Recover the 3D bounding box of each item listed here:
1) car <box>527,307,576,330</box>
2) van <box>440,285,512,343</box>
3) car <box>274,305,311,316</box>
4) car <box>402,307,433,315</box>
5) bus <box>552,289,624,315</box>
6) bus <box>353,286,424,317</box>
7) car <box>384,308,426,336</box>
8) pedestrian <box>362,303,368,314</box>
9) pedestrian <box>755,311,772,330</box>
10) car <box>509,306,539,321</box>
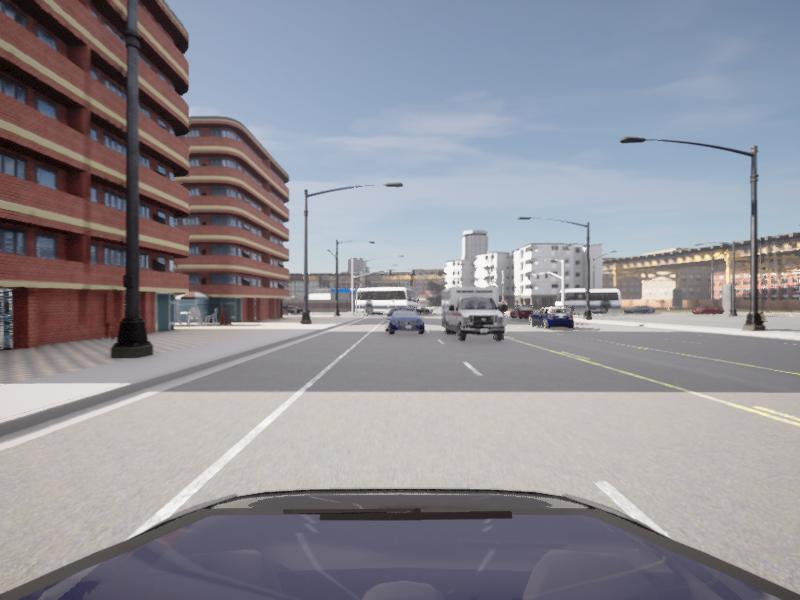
[{"bbox_3d":[10.596,1.255,28.226,1.970,1.475,3.806,0,-1,-1],"label":"car"},{"bbox_3d":[3.489,0.633,19.829,2.351,2.431,6.366,0,-1,0],"label":"van"},{"bbox_3d":[-16.998,1.594,63.433,5.238,1.638,1.930,0,0,-2],"label":"car"},{"bbox_3d":[2.868,1.739,65.538,4.718,1.301,1.895,0,0,22],"label":"car"},{"bbox_3d":[31.704,0.289,67.760,10.273,4.253,3.944,0,0,0],"label":"bus"},{"bbox_3d":[-1.828,0.263,61.116,10.273,4.253,3.944,0,-4,33],"label":"bus"},{"bbox_3d":[0.156,1.181,23.002,1.812,1.442,4.674,0,-1,-7],"label":"car"},{"bbox_3d":[-6.095,1.454,69.530,0.751,1.860,0.751,0,0,18],"label":"pedestrian"},{"bbox_3d":[21.053,1.179,23.179,0.500,1.100,0.500,0,0,1],"label":"pedestrian"},{"bbox_3d":[13.979,1.503,45.466,1.882,1.535,5.008,0,-1,0],"label":"car"}]
